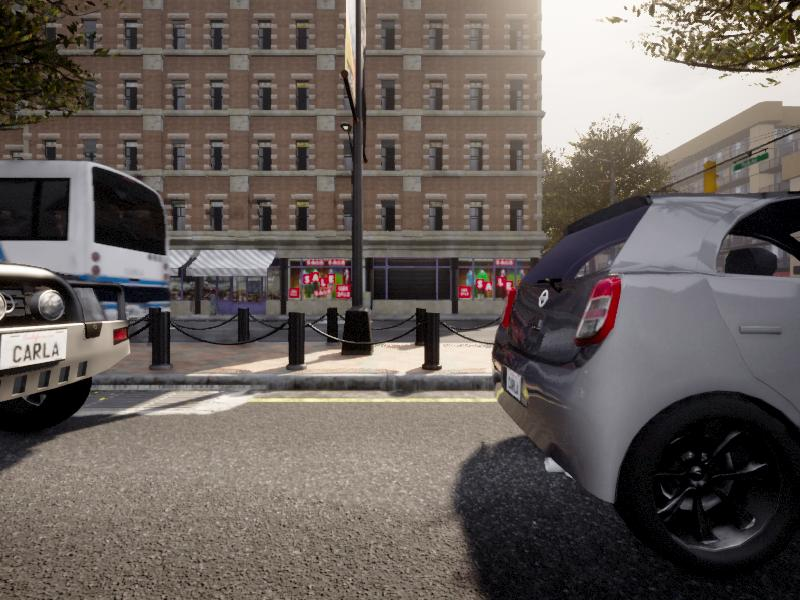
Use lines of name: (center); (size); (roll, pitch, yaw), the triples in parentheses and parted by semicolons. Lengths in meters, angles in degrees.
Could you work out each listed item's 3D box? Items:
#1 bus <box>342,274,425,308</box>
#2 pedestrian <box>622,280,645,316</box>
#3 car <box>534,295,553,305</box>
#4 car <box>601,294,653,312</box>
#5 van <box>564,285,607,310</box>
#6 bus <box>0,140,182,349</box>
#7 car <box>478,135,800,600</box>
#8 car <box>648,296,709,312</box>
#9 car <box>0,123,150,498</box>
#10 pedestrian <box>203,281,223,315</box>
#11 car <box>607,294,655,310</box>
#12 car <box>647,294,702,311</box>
bus: (-2.059, -1.133, 51.914); (10.273, 4.253, 3.944); (0, 0, 0)
pedestrian: (12.444, -0.117, 21.337); (0.751, 1.860, 0.751); (0, 0, -2)
car: (26.962, 0.050, 75.454); (1.932, 1.855, 4.605); (0, 0, 0)
car: (20.184, 0.242, 35.853); (1.837, 1.490, 4.892); (0, 0, 0)
van: (20.136, -0.280, 43.771); (1.988, 2.561, 5.915); (0, 0, 0)
bus: (-11.736, -1.132, 10.112); (10.273, 4.253, 3.944); (0, 0, 0)
car: (2.425, 0.226, 2.192); (3.633, 1.501, 1.845); (0, 0, 0)
car: (23.693, 0.341, 34.300); (1.895, 1.301, 4.718); (0, 0, 0)
car: (-4.281, 0.053, 2.201); (4.605, 1.855, 1.932); (0, 0, 0)
pedestrian: (-10.209, -0.113, 21.813); (0.751, 1.860, 0.751); (0, 0, -2)
car: (23.652, 0.198, 41.198); (1.801, 1.575, 5.366); (0, 0, 0)
car: (27.163, 0.225, 39.811); (2.038, 1.542, 4.974); (0, 0, 0)
